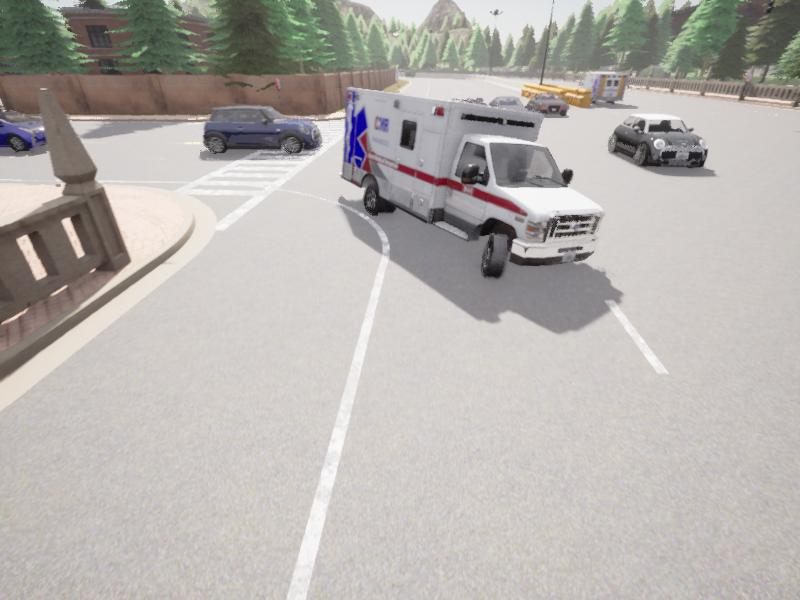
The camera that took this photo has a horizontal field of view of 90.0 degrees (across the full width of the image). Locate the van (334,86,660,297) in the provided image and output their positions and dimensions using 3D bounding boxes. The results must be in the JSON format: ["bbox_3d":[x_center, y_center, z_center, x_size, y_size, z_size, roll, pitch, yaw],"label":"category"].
[{"bbox_3d":[1.074,-2.703,8.228,2.351,2.431,6.366,-9,32,-31],"label":"van"}]

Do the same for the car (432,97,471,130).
[{"bbox_3d":[2.890,-10.935,23.312,1.994,1.385,4.181,2,30,4],"label":"car"}]

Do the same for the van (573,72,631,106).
[{"bbox_3d":[18.149,-19.309,36.457,2.351,2.431,6.366,2,30,4],"label":"van"}]

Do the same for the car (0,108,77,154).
[{"bbox_3d":[-16.889,-7.202,16.930,4.514,1.525,2.007,2,30,4],"label":"car"}]

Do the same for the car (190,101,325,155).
[{"bbox_3d":[-5.590,-7.041,16.301,4.553,1.767,2.097,1,30,2],"label":"car"}]

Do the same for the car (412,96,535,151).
[{"bbox_3d":[2.979,-7.534,16.990,4.605,1.855,1.932,-5,31,-10],"label":"car"}]

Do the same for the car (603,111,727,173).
[{"bbox_3d":[9.129,-5.723,14.250,1.970,1.475,3.806,2,30,4],"label":"car"}]

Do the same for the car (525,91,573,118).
[{"bbox_3d":[10.294,-13.704,27.988,1.994,1.385,4.181,2,30,3],"label":"car"}]

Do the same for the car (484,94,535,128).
[{"bbox_3d":[6.502,-11.624,24.438,2.033,1.411,5.357,2,30,4],"label":"car"}]
